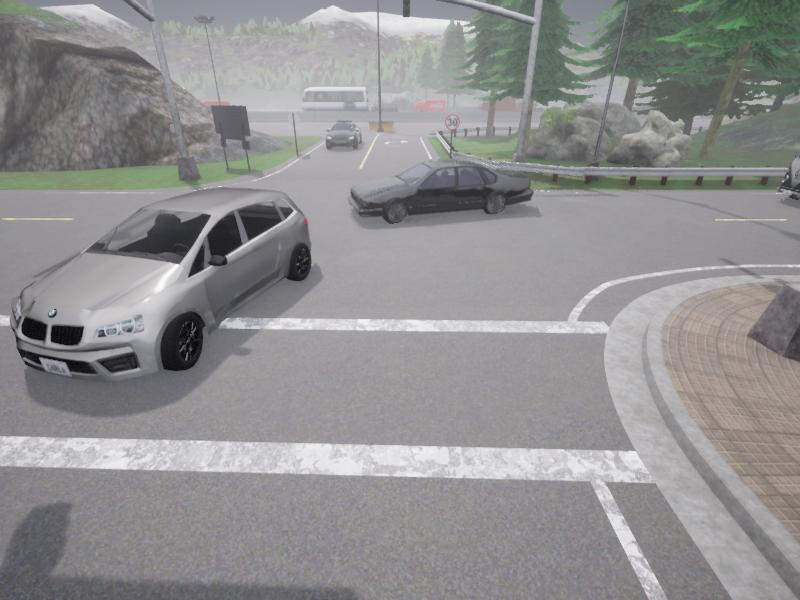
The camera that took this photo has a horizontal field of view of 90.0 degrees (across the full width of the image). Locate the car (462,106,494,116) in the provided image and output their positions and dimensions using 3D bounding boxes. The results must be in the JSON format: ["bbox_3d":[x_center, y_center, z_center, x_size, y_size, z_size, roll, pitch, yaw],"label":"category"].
[{"bbox_3d":[13.153,-31.917,67.639,4.892,1.490,1.837,0,27,0],"label":"car"}]

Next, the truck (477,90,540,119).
[{"bbox_3d":[16.301,-29.760,60.882,8.468,3.827,2.891,0,27,0],"label":"truck"}]

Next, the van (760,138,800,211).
[{"bbox_3d":[14.723,-3.985,12.638,4.442,1.987,1.775,0,27,0],"label":"van"}]

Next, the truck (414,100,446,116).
[{"bbox_3d":[4.986,-32.351,67.422,5.204,2.467,2.627,0,27,0],"label":"truck"}]

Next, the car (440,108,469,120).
[{"bbox_3d":[7.904,-27.115,58.306,3.806,1.475,1.970,0,27,0],"label":"car"}]

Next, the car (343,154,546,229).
[{"bbox_3d":[1.213,-3.287,11.674,5.357,1.411,2.033,-8,28,-15],"label":"car"}]

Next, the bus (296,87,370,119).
[{"bbox_3d":[-9.911,-29.900,60.687,10.273,4.253,3.944,0,27,0],"label":"bus"}]

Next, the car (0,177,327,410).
[{"bbox_3d":[-3.210,-0.660,6.196,2.242,1.667,4.611,7,26,14],"label":"car"}]

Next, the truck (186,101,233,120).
[{"bbox_3d":[-27.563,-27.568,58.099,5.204,2.467,2.627,0,27,0],"label":"truck"}]

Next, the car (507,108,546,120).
[{"bbox_3d":[18.351,-27.124,58.292,4.892,1.490,1.837,-1,27,0],"label":"car"}]

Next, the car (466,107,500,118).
[{"bbox_3d":[13.372,-30.293,64.538,4.902,1.511,2.128,0,27,0],"label":"car"}]

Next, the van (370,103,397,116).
[{"bbox_3d":[-2.671,-32.137,67.537,4.442,1.987,1.775,0,27,0],"label":"van"}]

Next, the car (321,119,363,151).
[{"bbox_3d":[-3.622,-10.807,26.023,2.038,1.542,4.974,0,27,0],"label":"car"}]
